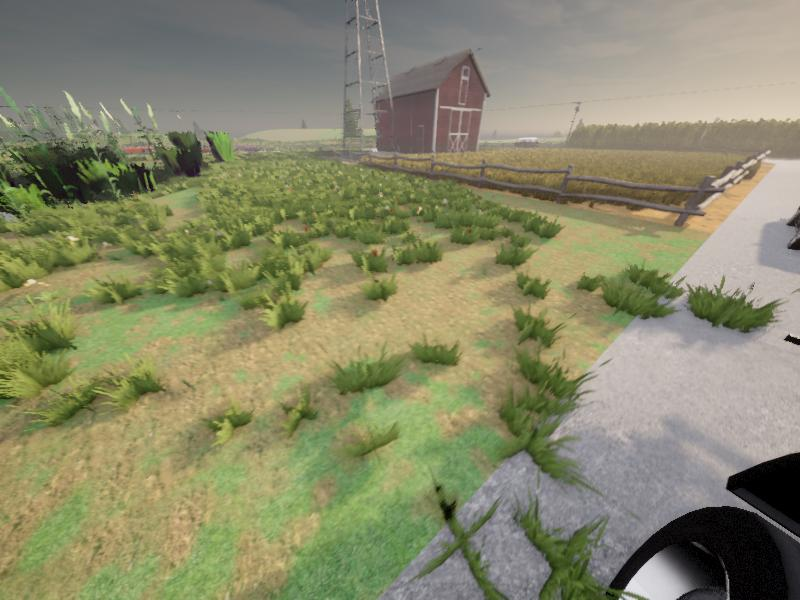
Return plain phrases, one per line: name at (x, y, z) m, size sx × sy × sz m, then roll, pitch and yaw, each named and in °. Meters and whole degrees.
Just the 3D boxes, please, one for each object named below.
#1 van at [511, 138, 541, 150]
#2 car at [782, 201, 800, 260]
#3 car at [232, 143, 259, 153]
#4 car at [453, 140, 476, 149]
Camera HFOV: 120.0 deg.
van at (25.487, -31.769, 46.979) m, size 2.069 × 2.038 × 4.480 m, roll -22°, pitch 41°, yaw -28°
car at (11.161, -1.909, 5.403) m, size 4.718 × 1.301 × 1.895 m, roll -23°, pitch 41°, yaw -29°
car at (-29.266, -28.892, 43.808) m, size 3.806 × 1.475 × 1.970 m, roll -18°, pitch 39°, yaw -24°
car at (15.187, -36.813, 54.595) m, size 2.038 × 1.542 × 4.974 m, roll -22°, pitch 41°, yaw -28°
